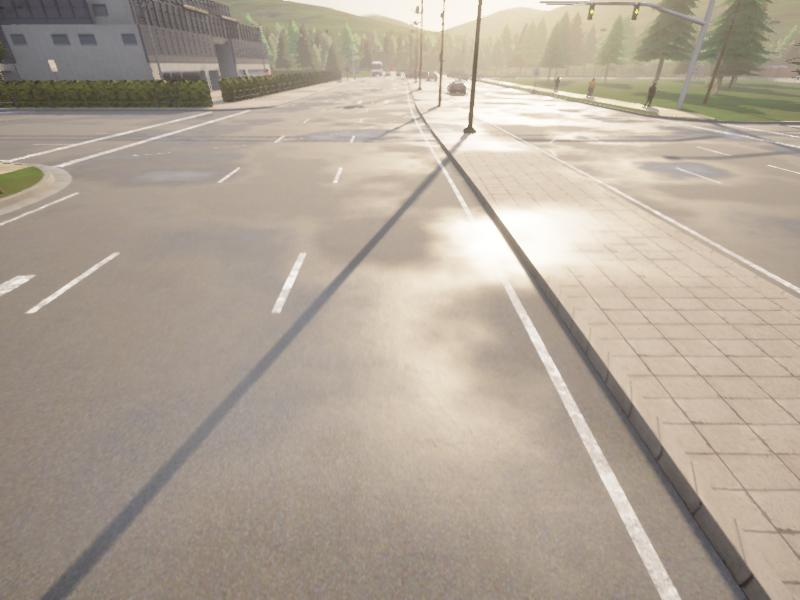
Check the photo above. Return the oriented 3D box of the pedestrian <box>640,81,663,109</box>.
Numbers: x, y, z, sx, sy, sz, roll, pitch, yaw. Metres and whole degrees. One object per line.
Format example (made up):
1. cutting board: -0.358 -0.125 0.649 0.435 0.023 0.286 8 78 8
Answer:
1. pedestrian: 19.106 -15.591 30.420 0.751 1.860 0.751 1 30 2

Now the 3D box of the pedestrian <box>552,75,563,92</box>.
1. pedestrian: 19.719 -27.153 50.180 0.751 1.860 0.751 1 30 1

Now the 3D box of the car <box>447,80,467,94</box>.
1. car: 7.268 -27.209 51.135 1.994 1.385 4.181 0 30 0

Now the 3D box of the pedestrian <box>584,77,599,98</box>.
1. pedestrian: 19.432 -21.530 40.569 0.751 1.860 0.751 1 30 2
